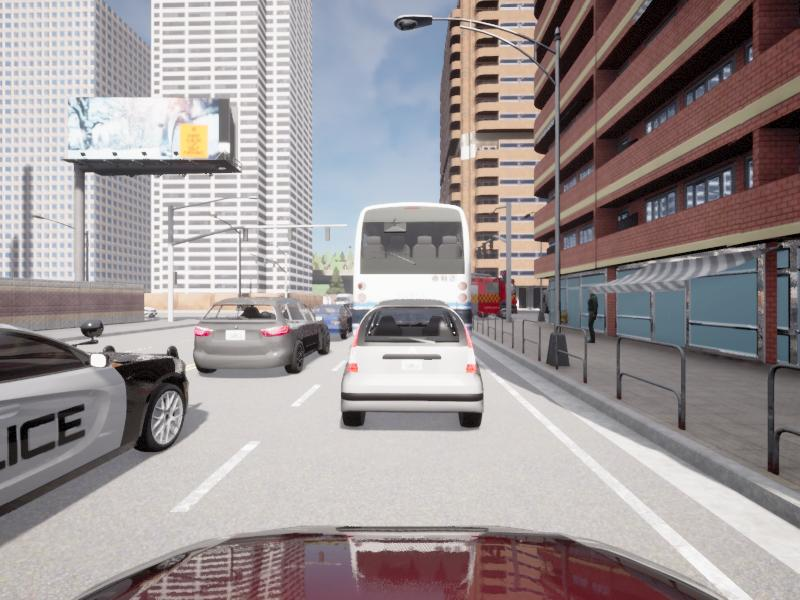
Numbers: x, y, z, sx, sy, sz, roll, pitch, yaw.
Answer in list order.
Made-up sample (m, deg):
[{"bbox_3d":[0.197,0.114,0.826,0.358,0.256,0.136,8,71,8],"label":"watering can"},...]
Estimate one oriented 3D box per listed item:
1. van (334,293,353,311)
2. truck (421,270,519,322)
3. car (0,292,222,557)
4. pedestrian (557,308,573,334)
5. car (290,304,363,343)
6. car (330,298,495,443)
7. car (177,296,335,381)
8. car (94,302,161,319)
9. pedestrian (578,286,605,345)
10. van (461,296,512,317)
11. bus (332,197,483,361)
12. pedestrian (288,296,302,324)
[{"bbox_3d":[-8.660,0.322,61.725,1.988,2.561,5.915,0,0,2],"label":"van"},{"bbox_3d":[5.943,-0.321,33.007,8.468,3.827,2.891,0,0,-36],"label":"truck"},{"bbox_3d":[-3.426,0.771,2.773,1.930,1.638,5.238,0,0,2],"label":"car"},{"bbox_3d":[7.067,0.882,17.120,0.500,1.100,0.500,0,0,4],"label":"pedestrian"},{"bbox_3d":[-2.979,0.895,17.527,2.033,1.411,5.357,0,0,2],"label":"car"},{"bbox_3d":[0.191,0.788,6.481,1.851,1.617,3.988,0,0,2],"label":"car"},{"bbox_3d":[-3.202,0.756,10.151,2.242,1.667,4.611,0,0,2],"label":"car"},{"bbox_3d":[-23.788,0.870,35.048,4.674,1.442,1.812,0,0,2],"label":"car"},{"bbox_3d":[6.303,0.485,13.192,0.751,1.860,0.751,0,0,22],"label":"pedestrian"},{"bbox_3d":[8.010,0.598,37.506,4.442,1.987,1.775,0,0,2],"label":"van"},{"bbox_3d":[0.342,-0.534,15.571,3.944,4.253,10.273,0,0,2],"label":"bus"},{"bbox_3d":[-7.048,0.637,26.855,0.751,1.860,0.751,0,0,-2],"label":"pedestrian"}]
